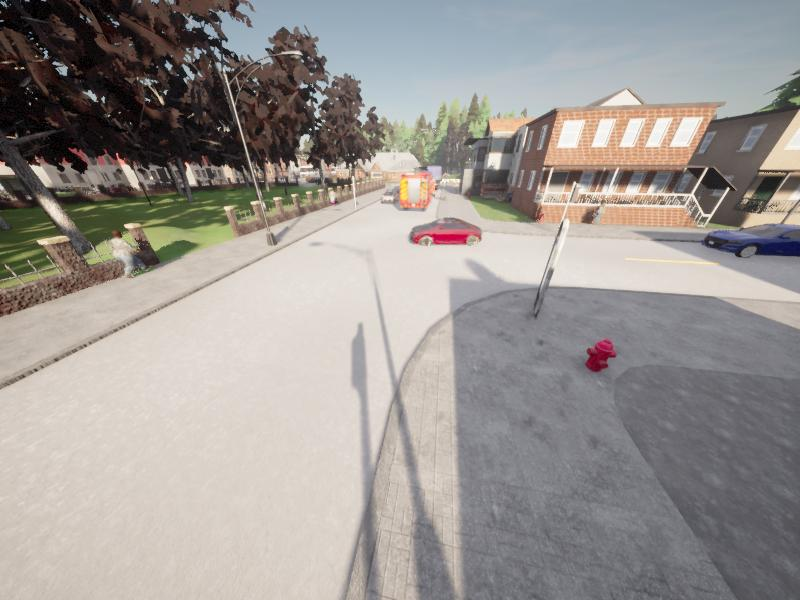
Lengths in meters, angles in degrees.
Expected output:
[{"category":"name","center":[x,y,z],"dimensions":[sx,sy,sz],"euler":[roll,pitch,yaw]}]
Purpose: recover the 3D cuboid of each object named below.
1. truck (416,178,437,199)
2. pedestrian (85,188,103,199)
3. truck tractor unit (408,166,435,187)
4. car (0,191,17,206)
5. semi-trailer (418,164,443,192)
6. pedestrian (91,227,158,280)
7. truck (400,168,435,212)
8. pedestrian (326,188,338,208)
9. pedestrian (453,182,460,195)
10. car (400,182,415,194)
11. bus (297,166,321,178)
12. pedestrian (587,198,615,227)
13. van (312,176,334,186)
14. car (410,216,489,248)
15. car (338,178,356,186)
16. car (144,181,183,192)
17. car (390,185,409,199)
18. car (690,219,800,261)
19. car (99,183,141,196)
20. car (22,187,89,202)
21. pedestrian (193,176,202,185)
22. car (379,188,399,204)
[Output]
[{"category":"truck","center":[4.072,-16.881,34.768],"dimensions":[2.627,2.467,5.204],"euler":[5,30,9]},{"category":"pedestrian","center":[-41.794,-14.495,31.555],"dimensions":[0.751,1.300,0.751],"euler":[5,30,9]},{"category":"truck tractor unit","center":[4.860,-29.048,54.094],"dimensions":[3.053,4.208,6.516],"euler":[-14,33,-23]},{"category":"car","center":[-47.776,-11.353,26.194],"dimensions":[1.970,1.475,3.806],"euler":[5,30,9]},{"category":"semi-trailer","center":[5.871,-25.278,47.368],"dimensions":[2.717,4.402,14.254],"euler":[0,30,-1]},{"category":"pedestrian","center":[-10.688,-1.818,9.037],"dimensions":[0.751,1.860,0.751],"euler":[5,30,9]},{"category":"truck","center":[2.184,-12.883,26.495],"dimensions":[2.891,3.827,8.468],"euler":[6,30,9]},{"category":"pedestrian","center":[-7.383,-11.151,25.202],"dimensions":[0.751,1.860,0.751],"euler":[5,30,9]},{"category":"pedestrian","center":[8.820,-17.481,36.167],"dimensions":[0.751,1.860,0.751],"euler":[5,30,8]},{"category":"car","center":[1.399,-20.204,41.419],"dimensions":[1.801,1.575,5.366],"euler":[5,30,9]},{"category":"bus","center":[-37.411,-53.087,95.699],"dimensions":[3.944,4.253,10.273],"euler":[5,30,9]},{"category":"pedestrian","center":[14.781,-6.469,17.076],"dimensions":[0.751,1.860,0.751],"euler":[6,31,10]},{"category":"van","center":[-19.021,-29.661,57.340],"dimensions":[4.480,2.038,2.069],"euler":[5,30,9]},{"category":"car","center":[2.720,-4.112,13.761],"dimensions":[4.181,1.385,1.994],"euler":[0,30,-1]},{"category":"car","center":[-12.908,-28.897,56.527],"dimensions":[3.633,1.501,1.845],"euler":[5,30,9]},{"category":"car","center":[-44.278,-21.282,43.373],"dimensions":[1.837,1.490,4.892],"euler":[5,30,8]},{"category":"car","center":[-0.005,-16.512,35.211],"dimensions":[2.033,1.411,5.357],"euler":[5,30,8]},{"category":"car","center":[19.056,-3.073,11.791],"dimensions":[5.008,1.535,1.882],"euler":[5,30,9]},{"category":"car","center":[-45.449,-17.993,37.616],"dimensions":[1.789,1.549,3.705],"euler":[5,30,9]},{"category":"car","center":[-46.697,-14.440,31.490],"dimensions":[2.007,1.525,4.514],"euler":[5,30,9]},{"category":"pedestrian","center":[-50.447,-29.869,57.622],"dimensions":[0.751,1.860,0.751],"euler":[5,30,9]},{"category":"car","center":[-1.281,-13.276,29.471],"dimensions":[1.845,1.501,3.633],"euler":[4,30,7]}]
